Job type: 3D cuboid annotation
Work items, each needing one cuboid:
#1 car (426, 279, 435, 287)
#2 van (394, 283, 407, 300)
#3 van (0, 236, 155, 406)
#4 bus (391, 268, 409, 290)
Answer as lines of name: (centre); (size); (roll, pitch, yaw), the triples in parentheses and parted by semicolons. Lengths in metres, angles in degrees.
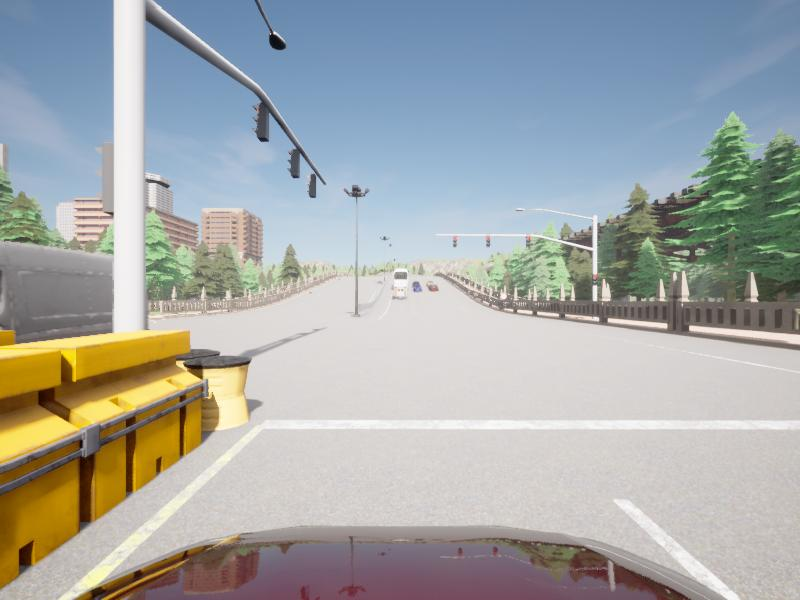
car: (7.248, -4.064, 95.929); (1.801, 1.575, 5.366); (0, 7, 0)
van: (0.122, -1.655, 73.434); (2.351, 2.431, 6.366); (0, 7, 0)
van: (-7.004, 0.322, 6.853); (1.988, 2.561, 5.915); (0, 0, 0)
bus: (0.103, -4.884, 91.634); (3.944, 4.253, 10.273); (0, 7, 0)
